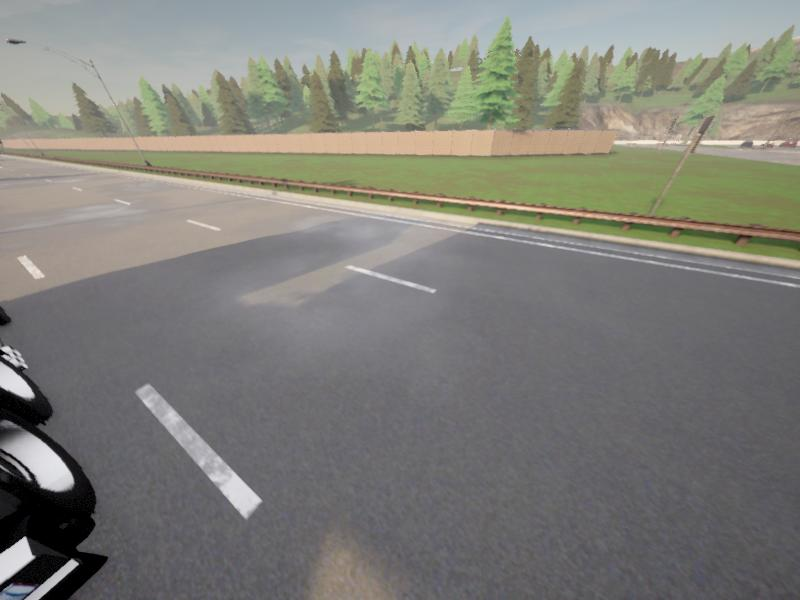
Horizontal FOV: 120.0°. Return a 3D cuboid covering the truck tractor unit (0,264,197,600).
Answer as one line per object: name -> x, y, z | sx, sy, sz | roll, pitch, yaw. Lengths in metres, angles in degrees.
truck tractor unit -> -5.117, -0.291, 0.788 | 6.516, 4.208, 3.053 | 18, 39, 24
